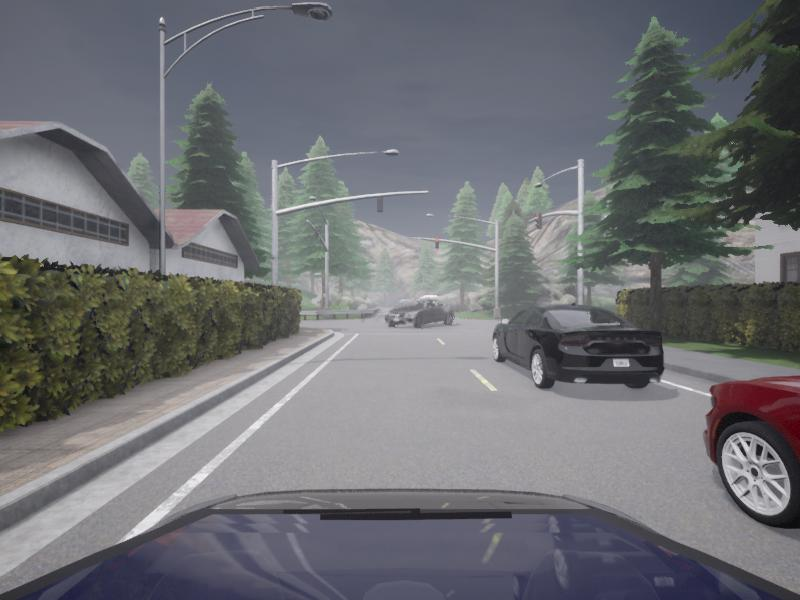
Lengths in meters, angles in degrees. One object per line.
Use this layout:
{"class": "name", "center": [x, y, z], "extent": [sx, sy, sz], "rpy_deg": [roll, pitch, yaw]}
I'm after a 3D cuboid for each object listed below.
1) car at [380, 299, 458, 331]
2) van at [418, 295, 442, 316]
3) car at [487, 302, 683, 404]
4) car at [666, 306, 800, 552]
{"class": "car", "center": [1.262, 0.775, 23.647], "extent": [2.152, 1.651, 5.027], "rpy_deg": [0, 0, 36]}
{"class": "van", "center": [2.990, 0.571, 40.982], "extent": [2.069, 2.038, 4.480], "rpy_deg": [0, 0, -1]}
{"class": "car", "center": [3.393, 0.823, 8.653], "extent": [1.882, 1.535, 5.008], "rpy_deg": [0, 0, -1]}
{"class": "car", "center": [3.475, 0.823, 1.271], "extent": [1.882, 1.535, 5.008], "rpy_deg": [0, 0, -1]}
